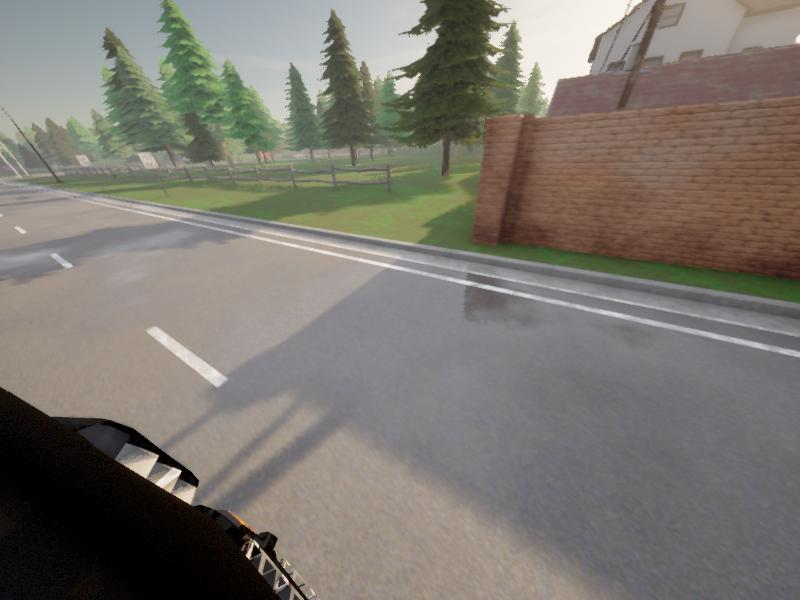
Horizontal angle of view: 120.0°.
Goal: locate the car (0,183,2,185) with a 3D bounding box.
[{"bbox_3d":[-59.757,-17.378,32.842,5.566,2.045,2.150,16,38,26],"label":"car"}]
